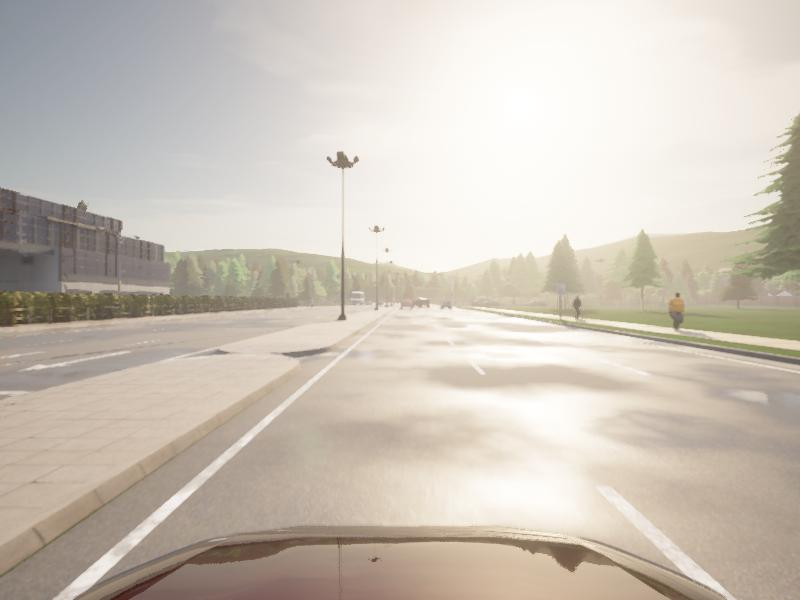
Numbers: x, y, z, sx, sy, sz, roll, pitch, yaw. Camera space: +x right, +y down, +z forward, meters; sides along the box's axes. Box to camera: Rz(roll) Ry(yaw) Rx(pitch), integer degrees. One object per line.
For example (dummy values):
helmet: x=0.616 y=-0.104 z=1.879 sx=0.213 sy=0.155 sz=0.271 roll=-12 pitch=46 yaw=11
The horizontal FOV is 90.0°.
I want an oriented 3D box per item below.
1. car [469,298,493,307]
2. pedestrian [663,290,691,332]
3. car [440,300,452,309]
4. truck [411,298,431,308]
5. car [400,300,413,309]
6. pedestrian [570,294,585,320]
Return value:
car: x=19.782 y=0.589 z=97.812 sx=5.566 sy=2.045 sz=2.150 roll=0 pitch=0 yaw=1
pedestrian: x=12.617 y=0.489 z=18.256 sx=0.751 sy=1.860 sz=0.751 roll=0 pitch=0 yaw=3
car: x=8.178 y=0.800 z=71.599 sx=1.851 sy=1.617 sz=3.988 roll=0 pitch=0 yaw=1
truck: x=4.451 y=0.554 z=86.453 sx=2.390 sy=2.098 sz=6.274 roll=0 pitch=0 yaw=-15
car: x=1.183 y=0.792 z=72.166 sx=2.152 sy=1.651 sz=5.027 roll=0 pitch=0 yaw=1
pedestrian: x=13.024 y=0.491 z=29.386 sx=0.751 sy=1.860 sz=0.751 roll=0 pitch=0 yaw=2
